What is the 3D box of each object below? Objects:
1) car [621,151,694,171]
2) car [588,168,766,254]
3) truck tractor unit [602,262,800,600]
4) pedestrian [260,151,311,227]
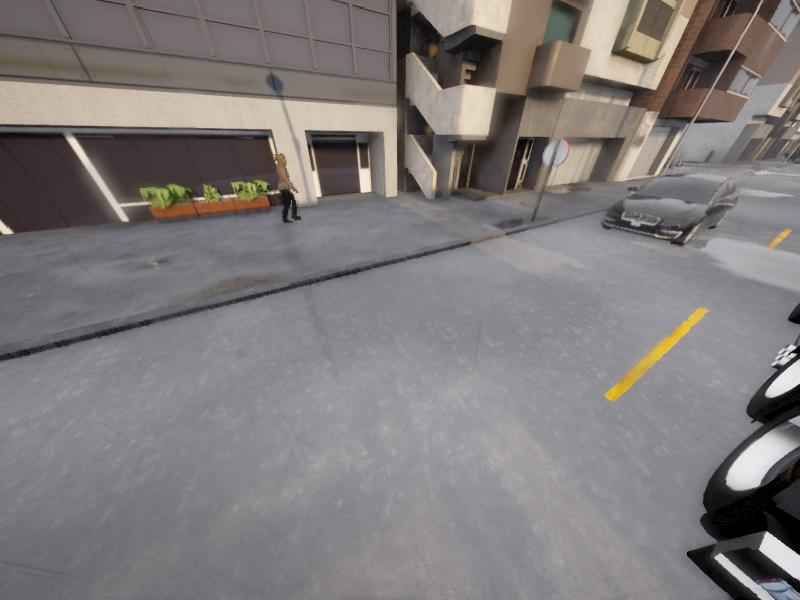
[{"bbox_3d":[24.897,-13.638,22.560,1.994,1.385,4.181,-14,37,-20],"label":"car"},{"bbox_3d":[8.224,-2.874,6.875,4.892,1.490,1.837,-18,39,-25],"label":"car"},{"bbox_3d":[5.107,-0.305,0.787,6.516,4.208,3.053,-18,39,-24],"label":"truck tractor unit"},{"bbox_3d":[-3.291,-3.202,6.715,0.751,1.860,0.751,-21,40,-27],"label":"pedestrian"}]
